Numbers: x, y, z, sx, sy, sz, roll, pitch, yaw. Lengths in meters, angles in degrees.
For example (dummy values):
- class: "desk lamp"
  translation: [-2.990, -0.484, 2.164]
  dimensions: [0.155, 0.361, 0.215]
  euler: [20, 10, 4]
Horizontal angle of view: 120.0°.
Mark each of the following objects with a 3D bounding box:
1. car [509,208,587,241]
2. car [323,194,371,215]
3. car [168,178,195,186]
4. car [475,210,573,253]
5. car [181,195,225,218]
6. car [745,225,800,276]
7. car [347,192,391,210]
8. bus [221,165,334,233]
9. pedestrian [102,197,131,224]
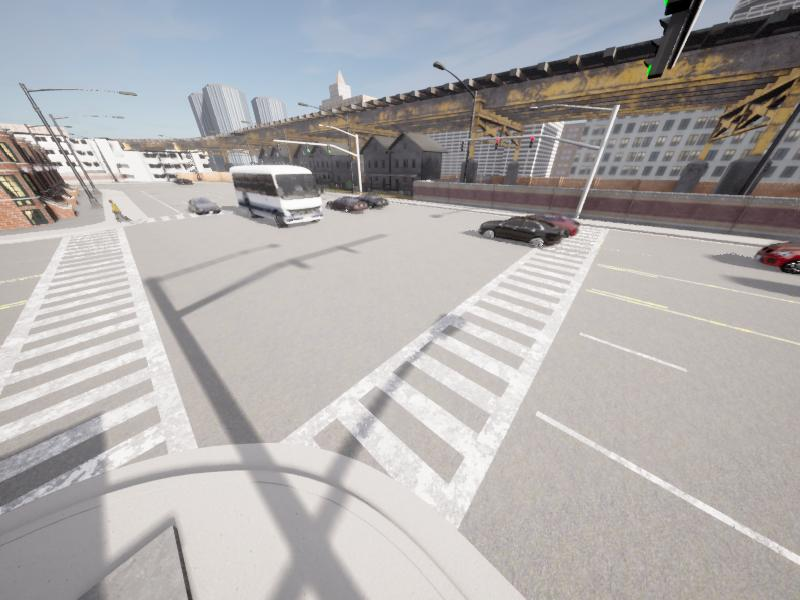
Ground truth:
- class: "car"
  translation: [10.382, -5.483, 16.432]
  dimensions: [4.181, 1.385, 1.994]
  euler: [24, 38, 35]
- class: "car"
  translation: [-5.738, -10.275, 24.706]
  dimensions: [5.357, 1.411, 2.033]
  euler: [24, 38, 35]
- class: "car"
  translation: [-55.800, -30.250, 59.057]
  dimensions: [5.238, 1.638, 1.930]
  euler: [7, 31, 12]
- class: "car"
  translation: [7.537, -4.456, 14.528]
  dimensions: [4.892, 1.490, 1.837]
  euler: [24, 38, 35]
- class: "car"
  translation: [-20.218, -9.662, 23.645]
  dimensions: [5.357, 1.411, 2.033]
  euler: [24, 38, 35]
- class: "car"
  translation: [19.128, -1.750, 9.666]
  dimensions: [4.611, 1.667, 2.242]
  euler: [24, 38, 35]
- class: "car"
  translation: [-3.689, -11.706, 27.183]
  dimensions: [5.357, 1.411, 2.033]
  euler: [24, 38, 35]
- class: "bus"
  translation: [-10.642, -9.088, 19.795]
  dimensions: [10.273, 4.253, 3.944]
  euler: [24, 38, 35]
- class: "pedestrian"
  translation: [-22.419, -7.064, 18.324]
  dimensions: [0.751, 1.860, 0.751]
  euler: [-24, 38, -36]
